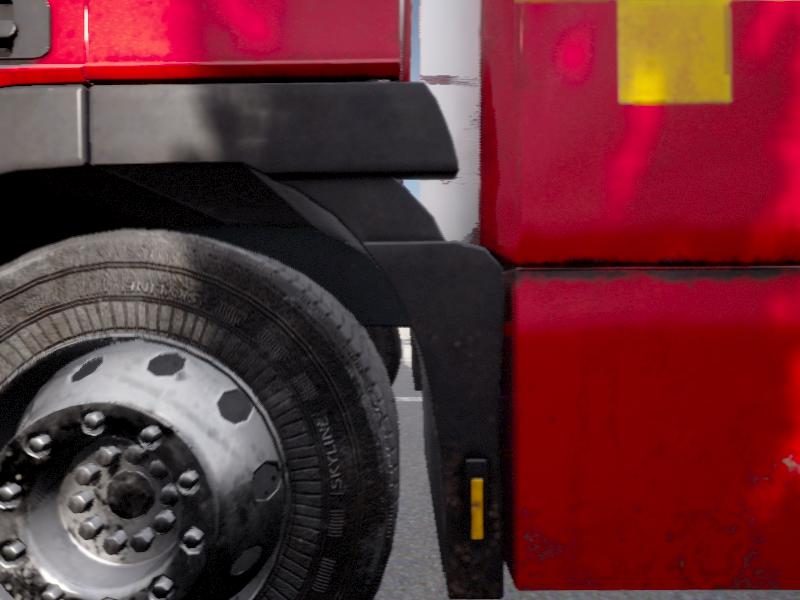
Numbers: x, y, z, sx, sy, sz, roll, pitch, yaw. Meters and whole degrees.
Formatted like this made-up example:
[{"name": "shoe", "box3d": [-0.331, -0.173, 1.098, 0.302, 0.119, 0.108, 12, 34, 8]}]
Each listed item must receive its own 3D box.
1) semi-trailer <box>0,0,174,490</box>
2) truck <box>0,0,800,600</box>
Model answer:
[{"name": "semi-trailer", "box3d": [-9.183, -1.204, 2.286, 14.254, 4.402, 2.717, 0, 0, 0]}, {"name": "truck", "box3d": [1.995, -0.920, 2.195, 8.468, 3.827, 2.891, 0, 0, 0]}]
